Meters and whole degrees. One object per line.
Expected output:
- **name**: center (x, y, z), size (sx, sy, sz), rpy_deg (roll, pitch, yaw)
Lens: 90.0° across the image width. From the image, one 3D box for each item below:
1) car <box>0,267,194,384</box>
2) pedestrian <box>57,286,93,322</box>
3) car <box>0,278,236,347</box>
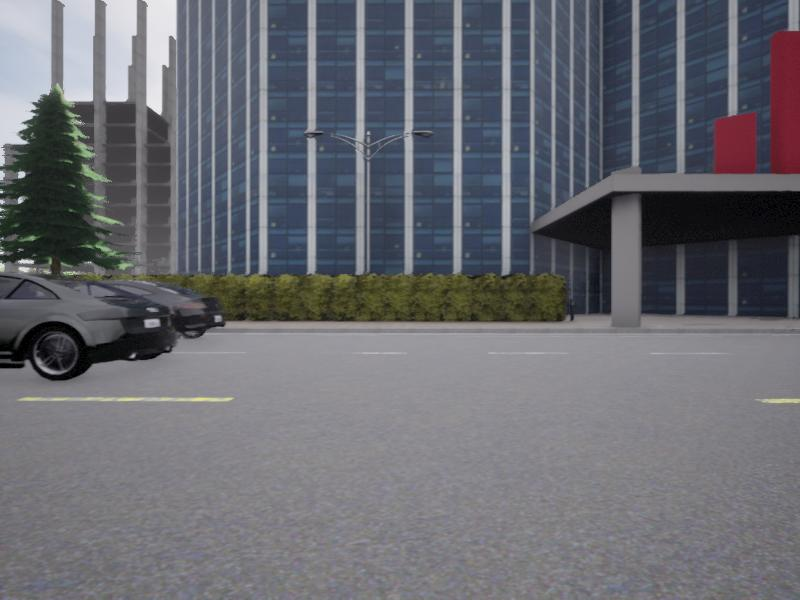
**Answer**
- **car**: center (-5.569, 0.301, 5.745), size (4.181, 1.385, 1.994), rpy_deg (0, 0, -1)
- **pedestrian**: center (-12.073, 0.151, 14.889), size (0.751, 1.300, 0.751), rpy_deg (0, 0, 1)
- **car**: center (-6.485, 0.262, 9.241), size (4.674, 1.442, 1.812), rpy_deg (0, 0, 0)
